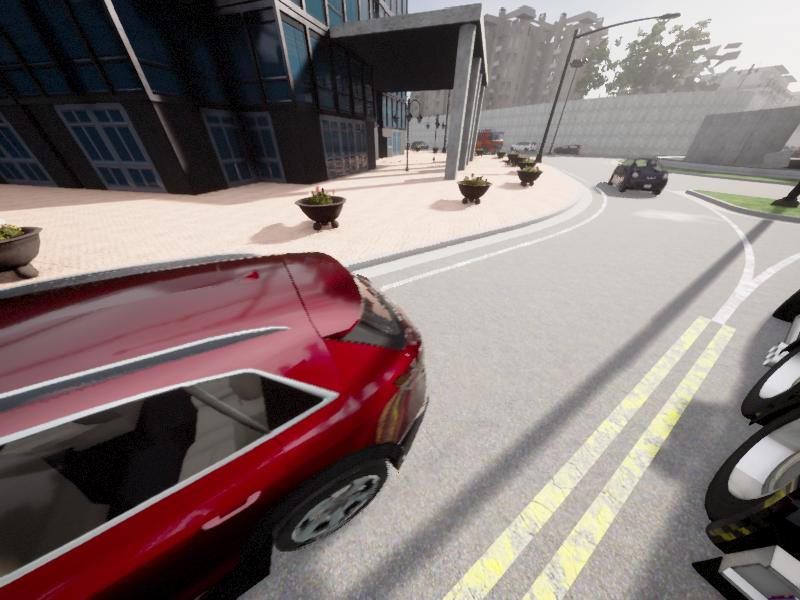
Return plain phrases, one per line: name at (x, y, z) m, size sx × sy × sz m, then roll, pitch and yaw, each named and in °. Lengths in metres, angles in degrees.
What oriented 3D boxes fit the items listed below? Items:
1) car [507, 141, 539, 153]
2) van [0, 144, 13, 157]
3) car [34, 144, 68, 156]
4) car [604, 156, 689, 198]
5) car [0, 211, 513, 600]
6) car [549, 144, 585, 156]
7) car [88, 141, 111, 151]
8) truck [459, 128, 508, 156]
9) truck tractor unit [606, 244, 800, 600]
car at (26.757, -33.418, 50.418) m, size 2.150 × 2.045 × 5.566 m, roll -22°, pitch 41°, yaw -28°
van at (-77.333, -28.513, 43.960) m, size 1.775 × 1.987 × 4.442 m, roll -19°, pitch 40°, yaw -26°
car at (-71.891, -30.990, 47.721) m, size 2.097 × 1.767 × 4.553 m, roll -19°, pitch 40°, yaw -26°
car at (12.898, -6.750, 12.457) m, size 1.845 × 1.501 × 3.633 m, roll 16°, pitch 38°, yaw 21°
car at (-2.047, 0.896, 1.271) m, size 4.856 × 1.649 × 2.033 m, roll -19°, pitch 39°, yaw -26°
car at (30.531, -27.585, 42.399) m, size 2.242 × 1.667 × 4.611 m, roll -29°, pitch 44°, yaw -35°
car at (-76.320, -39.142, 58.786) m, size 1.932 × 1.855 × 4.605 m, roll -19°, pitch 41°, yaw -26°
truck at (15.032, -29.269, 42.806) m, size 2.891 × 3.827 × 8.468 m, roll -16°, pitch 38°, yaw -22°
truck tractor unit at (5.076, -0.334, 0.829) m, size 6.516 × 4.208 × 3.053 m, roll -20°, pitch 40°, yaw -26°
